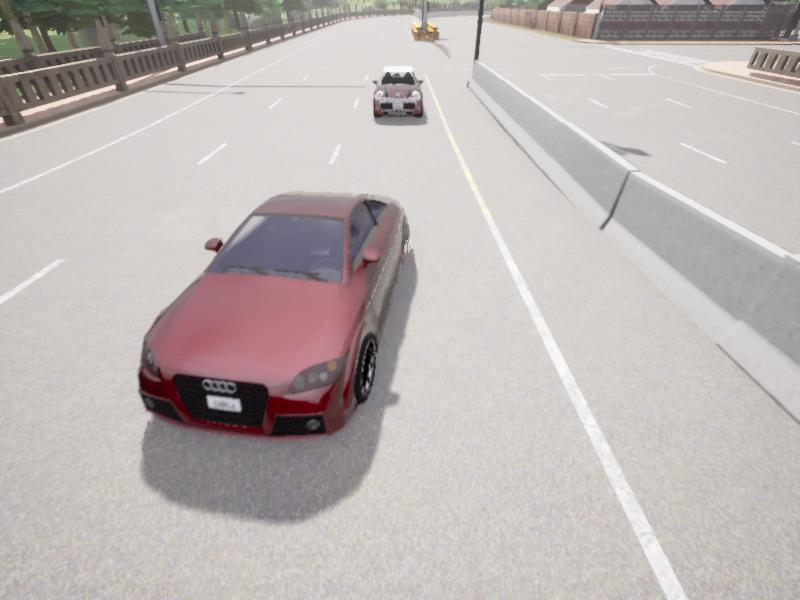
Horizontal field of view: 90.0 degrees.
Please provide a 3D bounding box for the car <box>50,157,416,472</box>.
[{"bbox_3d":[-1.076,-0.413,4.704,1.994,1.385,4.181,5,34,8],"label":"car"}]

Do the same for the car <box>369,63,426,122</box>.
[{"bbox_3d":[-0.086,-8.206,15.677,1.970,1.475,3.806,0,37,0],"label":"car"}]
